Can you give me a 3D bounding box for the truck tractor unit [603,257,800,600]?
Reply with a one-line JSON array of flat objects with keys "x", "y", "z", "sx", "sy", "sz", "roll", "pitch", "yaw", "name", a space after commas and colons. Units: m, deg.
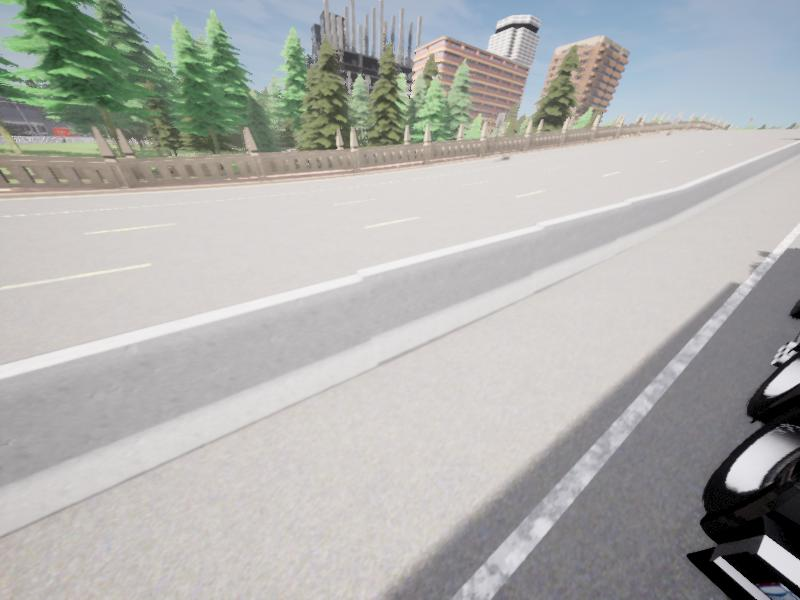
[{"x": 5.080, "y": -0.336, "z": 0.774, "sx": 6.516, "sy": 4.208, "sz": 3.053, "roll": -20, "pitch": 39, "yaw": -24, "name": "truck tractor unit"}]
